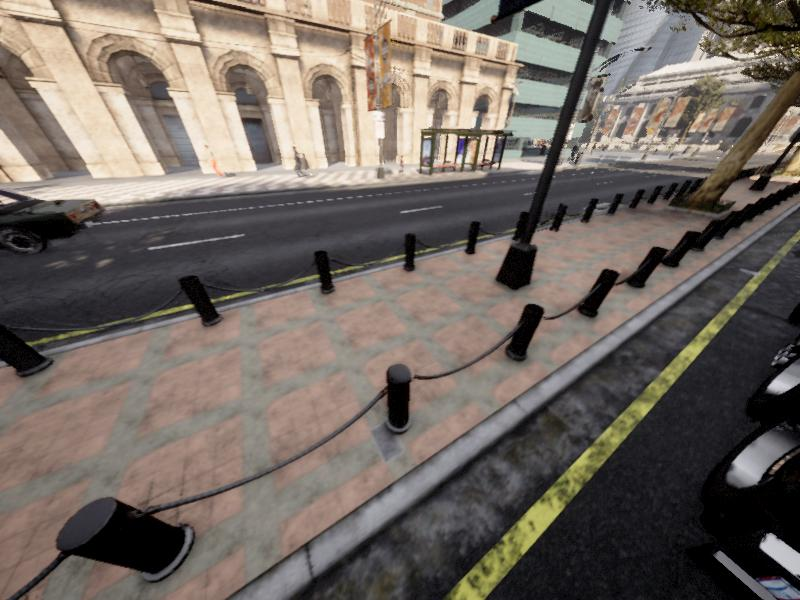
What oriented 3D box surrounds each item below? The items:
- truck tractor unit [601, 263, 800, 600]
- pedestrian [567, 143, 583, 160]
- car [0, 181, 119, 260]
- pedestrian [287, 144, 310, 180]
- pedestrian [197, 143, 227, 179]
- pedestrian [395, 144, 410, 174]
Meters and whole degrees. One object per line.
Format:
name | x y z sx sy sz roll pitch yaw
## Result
truck tractor unit | 5.114 -0.297 0.784 6.516 4.208 3.053 -18 39 -24
pedestrian | 22.731 -19.302 30.059 0.751 1.860 0.751 -15 38 -20
car | -10.305 -1.663 5.170 4.718 1.301 1.895 -18 39 -24
pedestrian | -6.290 -8.563 14.332 0.751 1.860 0.751 -21 40 -28
pedestrian | -11.610 -8.611 14.349 0.751 1.860 0.751 -14 37 -20
pedestrian | 0.167 -10.315 16.913 0.751 1.860 0.751 -21 40 -27
